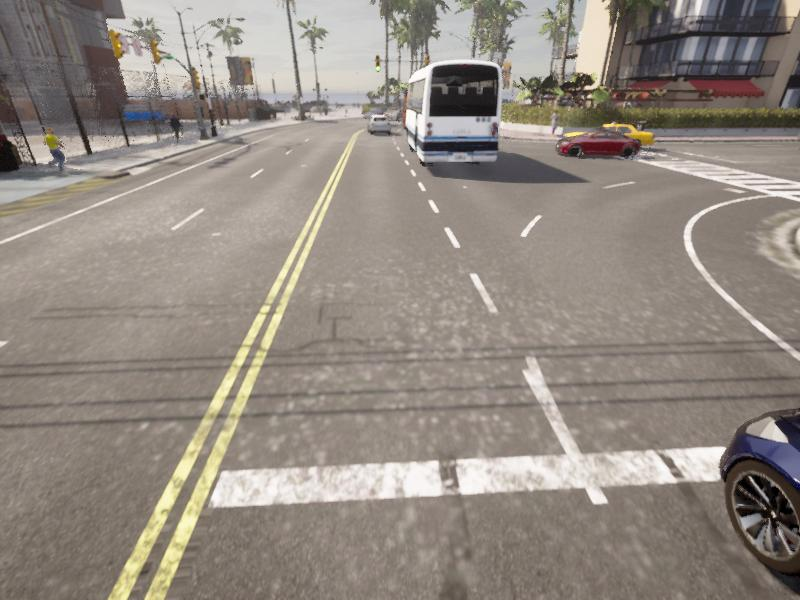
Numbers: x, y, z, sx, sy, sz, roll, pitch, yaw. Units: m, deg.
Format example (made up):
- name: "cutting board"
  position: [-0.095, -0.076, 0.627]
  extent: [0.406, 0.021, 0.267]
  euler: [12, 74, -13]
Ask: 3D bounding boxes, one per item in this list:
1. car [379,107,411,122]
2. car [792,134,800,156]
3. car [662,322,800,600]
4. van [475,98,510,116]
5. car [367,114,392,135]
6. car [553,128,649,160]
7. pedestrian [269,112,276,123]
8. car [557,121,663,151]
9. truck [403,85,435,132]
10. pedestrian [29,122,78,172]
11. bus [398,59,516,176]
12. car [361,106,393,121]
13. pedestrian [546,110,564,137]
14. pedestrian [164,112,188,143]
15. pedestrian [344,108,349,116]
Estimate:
- name: "car"
  position: [-0.583, -24.485, 52.659]
  extent: [2.242, 1.667, 4.611]
  euler: [13, 30, 25]
- name: "car"
  position: [24.676, -8.773, 22.038]
  extent: [3.988, 1.617, 1.851]
  euler: [-2, 27, -3]
- name: "car"
  position: [3.595, 1.918, 1.290]
  extent: [2.163, 1.488, 4.792]
  euler: [-1, 27, -2]
- name: "van"
  position: [15.777, -32.947, 68.239]
  extent: [5.915, 2.561, 1.988]
  euler: [-16, 31, -29]
- name: "car"
  position: [-1.842, -15.568, 35.453]
  extent: [1.970, 1.475, 3.806]
  euler: [-3, 27, -5]
- name: "car"
  position: [10.878, -8.640, 22.035]
  extent: [4.181, 1.385, 1.994]
  euler: [5, 28, 10]
- name: "pedestrian"
  position: [-14.800, -21.146, 46.374]
  extent: [0.500, 1.100, 0.500]
  euler: [1, 27, 2]
- name: "car"
  position: [12.887, -10.223, 24.898]
  extent: [5.366, 1.575, 1.801]
  euler: [2, 27, 4]
- name: "truck"
  position: [1.997, -19.305, 40.176]
  extent: [2.891, 3.827, 8.468]
  euler: [2, 27, 4]
- name: "pedestrian"
  position: [-14.403, -6.381, 16.697]
  extent: [0.751, 1.860, 0.751]
  euler: [-2, 27, -3]
- name: "bus"
  position: [2.137, -9.530, 20.614]
  extent: [3.944, 4.253, 10.273]
  euler: [-1, 27, -3]
- name: "car"
  position: [-3.110, -25.632, 54.947]
  extent: [2.033, 1.649, 4.856]
  euler: [14, 30, 26]
- name: "pedestrian"
  position: [11.952, -13.650, 30.900]
  extent: [0.751, 1.860, 0.751]
  euler: [-11, 29, -20]
- name: "pedestrian"
  position: [-14.970, -11.533, 26.761]
  extent: [0.751, 1.860, 0.751]
  euler: [-3, 27, -5]
- name: "pedestrian"
  position: [-8.325, -29.198, 62.105]
  extent: [0.500, 1.100, 0.500]
  euler: [7, 28, 14]
